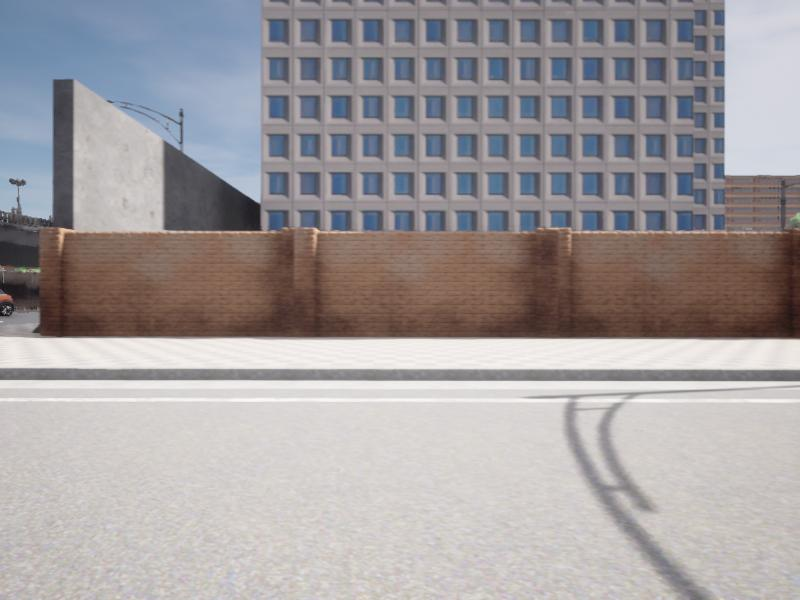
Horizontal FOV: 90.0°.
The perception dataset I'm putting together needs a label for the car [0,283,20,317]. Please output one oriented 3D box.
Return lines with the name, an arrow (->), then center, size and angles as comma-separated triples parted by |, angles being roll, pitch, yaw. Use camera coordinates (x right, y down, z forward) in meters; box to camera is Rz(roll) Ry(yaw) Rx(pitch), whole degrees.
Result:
car -> -21.754, 0.002, 19.526 | 2.097, 1.767, 4.553 | 0, 0, 0
